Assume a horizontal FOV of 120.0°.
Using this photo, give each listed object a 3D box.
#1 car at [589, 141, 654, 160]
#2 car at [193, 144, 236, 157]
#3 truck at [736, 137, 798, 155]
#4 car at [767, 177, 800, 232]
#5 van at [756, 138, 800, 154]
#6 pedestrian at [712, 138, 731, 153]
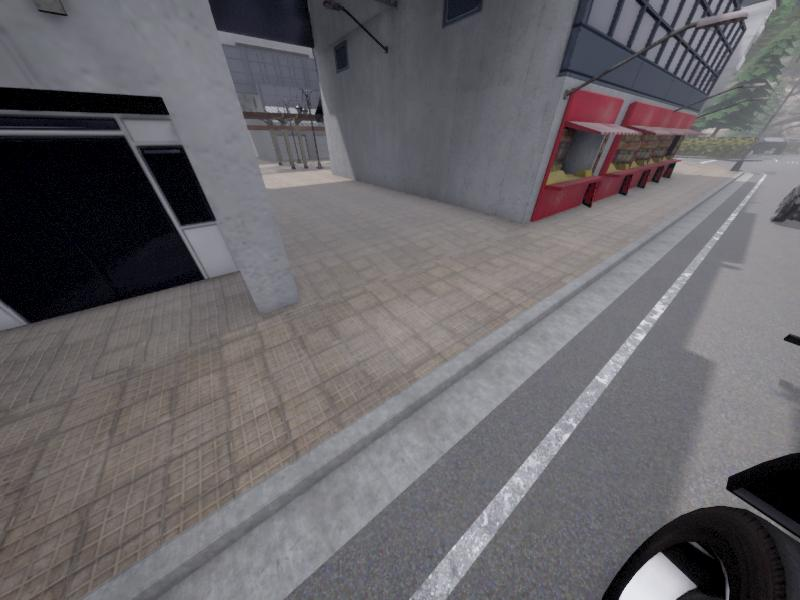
[{"bbox_3d":[24.813,-16.969,26.076,2.242,1.667,4.611,-24,41,-30],"label":"car"},{"bbox_3d":[-28.059,-22.711,35.065,4.792,1.488,2.163,-23,41,-29],"label":"car"},{"bbox_3d":[53.662,-22.763,34.031,2.390,2.098,6.274,20,40,26],"label":"truck"},{"bbox_3d":[13.422,-3.030,6.935,4.181,1.385,1.994,-23,41,-28],"label":"car"},{"bbox_3d":[58.600,-23.798,35.566,1.775,1.987,4.442,14,38,19],"label":"van"},{"bbox_3d":[48.939,-23.586,35.165,0.751,1.860,0.751,22,41,28],"label":"pedestrian"}]
